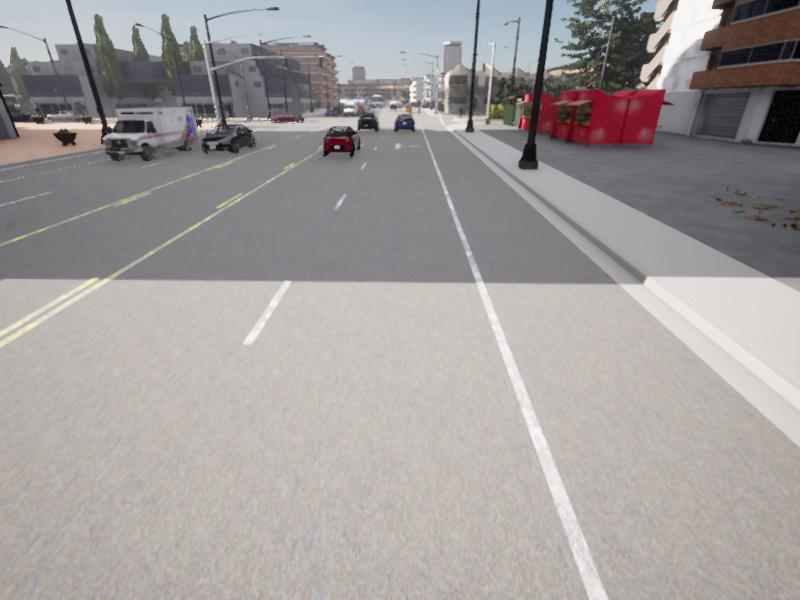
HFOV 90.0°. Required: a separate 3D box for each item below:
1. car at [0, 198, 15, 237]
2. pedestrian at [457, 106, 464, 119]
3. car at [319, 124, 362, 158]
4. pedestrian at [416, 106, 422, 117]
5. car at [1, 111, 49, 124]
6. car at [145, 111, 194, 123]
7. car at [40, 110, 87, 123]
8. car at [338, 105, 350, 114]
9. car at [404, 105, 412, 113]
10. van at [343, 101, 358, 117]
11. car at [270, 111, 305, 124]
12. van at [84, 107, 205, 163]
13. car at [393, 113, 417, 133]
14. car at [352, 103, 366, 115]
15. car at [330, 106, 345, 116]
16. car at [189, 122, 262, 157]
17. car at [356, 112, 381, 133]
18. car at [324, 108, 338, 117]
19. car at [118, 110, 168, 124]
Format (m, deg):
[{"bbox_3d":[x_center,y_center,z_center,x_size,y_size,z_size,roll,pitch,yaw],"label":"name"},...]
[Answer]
[{"bbox_3d":[-10.792,-1.143,7.416,2.033,1.411,5.357,1,27,1],"label":"car"},{"bbox_3d":[9.594,-29.690,63.409,0.751,1.860,0.751,-2,26,-4],"label":"pedestrian"},{"bbox_3d":[-3.390,-9.491,23.656,1.816,1.474,4.193,1,27,1],"label":"car"},{"bbox_3d":[3.478,-34.138,72.392,0.751,1.860,0.751,-16,30,-29],"label":"pedestrian"},{"bbox_3d":[-48.655,-23.762,51.964,4.193,1.474,1.816,1,26,2],"label":"car"},{"bbox_3d":[-31.508,-25.094,54.724,5.357,1.411,2.033,1,26,2],"label":"car"},{"bbox_3d":[-46.318,-25.318,55.157,4.514,1.525,2.007,3,26,6],"label":"car"},{"bbox_3d":[-12.300,-41.931,88.132,1.882,1.535,5.008,1,27,1],"label":"car"},{"bbox_3d":[1.791,-43.916,91.878,1.882,1.535,5.008,1,28,1],"label":"car"},{"bbox_3d":[-9.127,-35.353,74.104,1.988,2.561,5.915,1,27,1],"label":"van"},{"bbox_3d":[-14.702,-23.816,52.187,4.181,1.385,1.994,-6,27,-13],"label":"car"},{"bbox_3d":[-13.915,-9.455,22.565,2.351,2.431,6.366,0,27,1],"label":"van"},{"bbox_3d":[0.485,-17.146,38.686,2.163,1.488,4.792,0,27,1],"label":"car"},{"bbox_3d":[-8.827,-41.406,86.549,2.150,2.045,5.566,1,28,1],"label":"car"},{"bbox_3d":[-12.488,-37.777,79.953,1.930,1.638,5.238,1,27,1],"label":"car"},{"bbox_3d":[-10.373,-9.848,24.332,2.128,1.511,4.902,1,27,1],"label":"car"},{"bbox_3d":[-3.001,-17.336,38.899,1.930,1.638,5.238,0,27,1],"label":"car"},{"bbox_3d":[-12.653,-34.580,73.760,1.816,1.474,4.193,0,26,1],"label":"car"},{"bbox_3d":[-33.055,-23.624,51.595,5.008,1.535,1.882,1,26,2],"label":"car"}]
